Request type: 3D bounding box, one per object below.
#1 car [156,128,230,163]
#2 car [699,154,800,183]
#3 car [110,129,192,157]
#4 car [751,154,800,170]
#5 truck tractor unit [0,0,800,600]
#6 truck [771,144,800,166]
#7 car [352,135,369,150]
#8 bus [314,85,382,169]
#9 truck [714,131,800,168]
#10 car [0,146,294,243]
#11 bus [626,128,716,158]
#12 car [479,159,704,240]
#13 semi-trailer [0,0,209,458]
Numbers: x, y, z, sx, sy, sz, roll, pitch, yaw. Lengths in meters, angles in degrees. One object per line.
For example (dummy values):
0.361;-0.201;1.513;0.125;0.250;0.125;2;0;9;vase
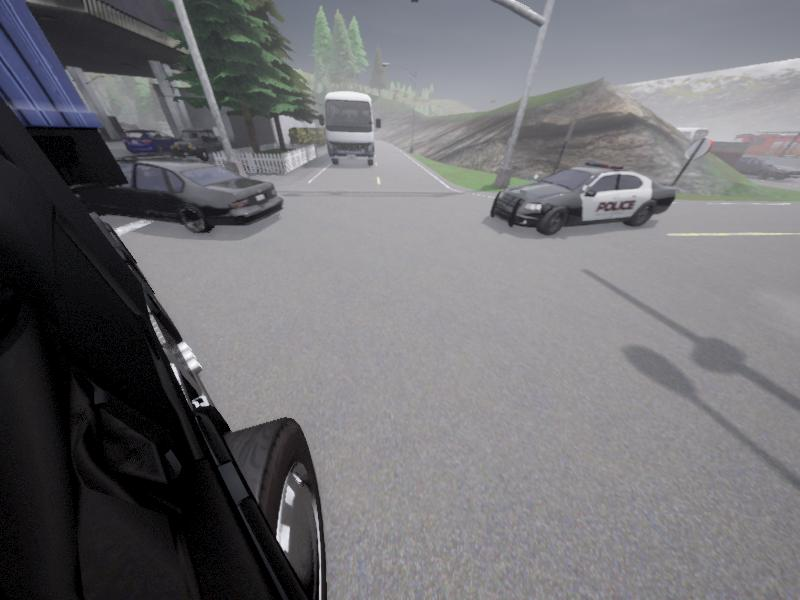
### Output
-14.556;-11.176;16.622;1.905;1.878;3.866;-2;37;-6;car
29.985;-11.320;19.716;2.033;1.411;5.357;-2;37;-6;car
-20.659;-13.393;19.578;2.242;1.667;4.611;-2;37;-6;car
49.857;-17.879;29.828;1.895;1.301;4.718;-2;37;-6;car
-2.645;-0.295;0.351;6.516;4.208;3.053;28;44;30;truck tractor unit
59.922;-21.008;33.651;2.627;2.467;5.204;-2;37;-6;truck
-5.273;-21.486;31.449;2.007;1.525;4.514;-2;36;-6;car
-3.687;-14.049;19.124;3.944;4.253;10.273;-2;37;-6;bus
52.921;-21.720;33.087;2.891;3.827;8.468;-2;37;-6;truck
-5.927;-2.814;5.903;5.357;1.411;2.033;8;36;4;car
51.328;-30.504;44.571;3.944;4.253;10.273;-2;37;-6;bus
5.256;-3.098;6.800;4.974;1.542;2.038;-8;37;-11;car
-10.083;-1.583;1.380;14.254;4.402;2.717;4;36;1;semi-trailer
